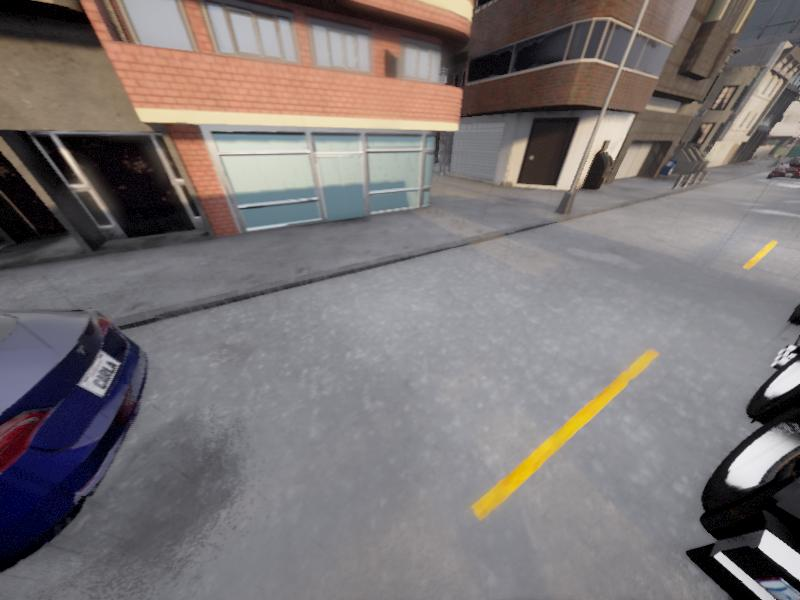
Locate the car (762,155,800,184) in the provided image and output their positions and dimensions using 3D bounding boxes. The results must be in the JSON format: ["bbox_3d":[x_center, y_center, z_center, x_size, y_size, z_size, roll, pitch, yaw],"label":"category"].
[{"bbox_3d":[28.537,-9.420,16.567,4.193,1.474,1.816,-18,39,-24],"label":"car"}]

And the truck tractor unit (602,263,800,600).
[{"bbox_3d":[5.112,-0.298,0.787,6.516,4.208,3.053,-18,39,-24],"label":"truck tractor unit"}]

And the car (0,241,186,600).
[{"bbox_3d":[-4.342,1.263,0.856,4.792,1.488,2.163,-18,39,-24],"label":"car"}]
